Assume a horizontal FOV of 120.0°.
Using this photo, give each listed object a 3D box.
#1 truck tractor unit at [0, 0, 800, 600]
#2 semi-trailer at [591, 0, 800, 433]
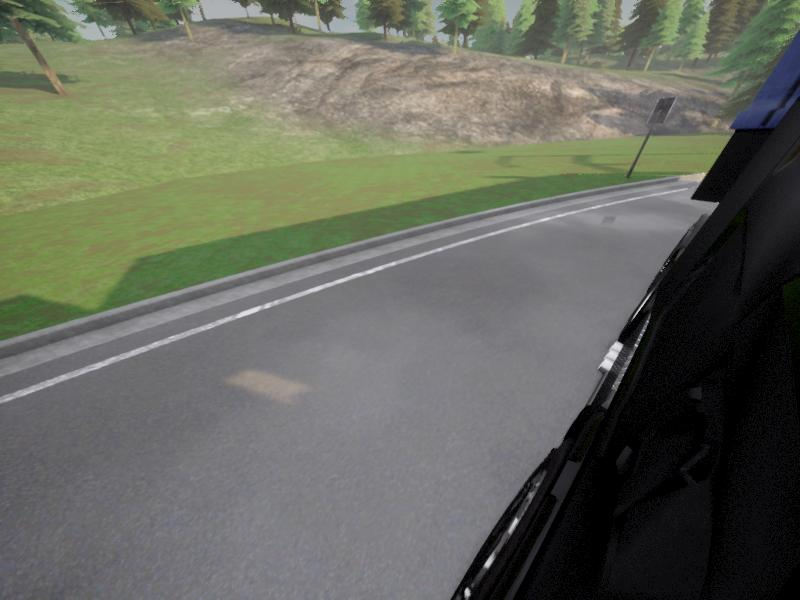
[{"bbox_3d":[2.645,-0.295,0.351,6.516,4.208,3.053,-28,44,-30],"label":"truck tractor unit"},{"bbox_3d":[9.164,-3.229,3.723,14.254,4.402,2.717,-22,40,-24],"label":"semi-trailer"}]
